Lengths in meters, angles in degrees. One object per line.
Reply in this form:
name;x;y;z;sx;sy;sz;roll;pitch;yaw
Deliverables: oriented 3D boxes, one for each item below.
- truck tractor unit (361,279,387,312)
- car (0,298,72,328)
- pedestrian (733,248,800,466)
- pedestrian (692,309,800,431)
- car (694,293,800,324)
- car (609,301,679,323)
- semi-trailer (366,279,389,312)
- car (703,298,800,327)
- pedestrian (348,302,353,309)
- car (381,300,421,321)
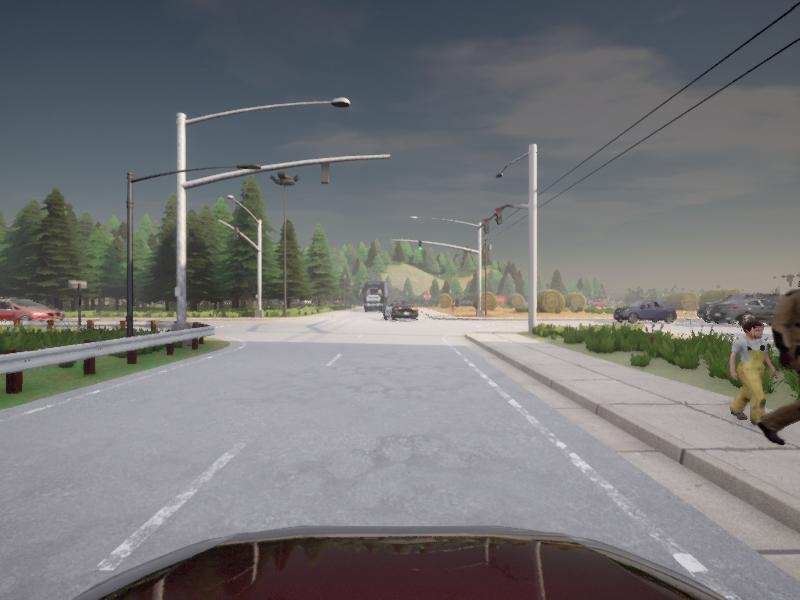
truck tractor unit;-3.353;-0.528;53.761;3.053;4.208;6.516;0;0;1
car;-22.198;0.725;23.131;4.611;1.667;2.242;0;0;-1
pedestrian;3.743;0.484;3.668;0.751;1.860;0.751;0;0;-11
pedestrian;4.080;0.764;4.696;0.751;1.300;0.751;0;0;-2
car;23.753;0.537;27.455;5.566;2.045;2.150;0;0;-1
car;16.603;0.790;27.335;3.633;1.501;1.845;0;0;-1
semi-trailer;-3.337;-0.629;61.673;2.717;4.402;14.254;0;0;0
car;21.431;0.742;23.920;5.027;1.651;2.152;0;0;-1
pedestrian;-7.875;0.852;63.598;0.500;1.100;0.500;0;0;36
car;-0.017;0.813;31.973;2.038;1.542;4.974;1;-1;-13
